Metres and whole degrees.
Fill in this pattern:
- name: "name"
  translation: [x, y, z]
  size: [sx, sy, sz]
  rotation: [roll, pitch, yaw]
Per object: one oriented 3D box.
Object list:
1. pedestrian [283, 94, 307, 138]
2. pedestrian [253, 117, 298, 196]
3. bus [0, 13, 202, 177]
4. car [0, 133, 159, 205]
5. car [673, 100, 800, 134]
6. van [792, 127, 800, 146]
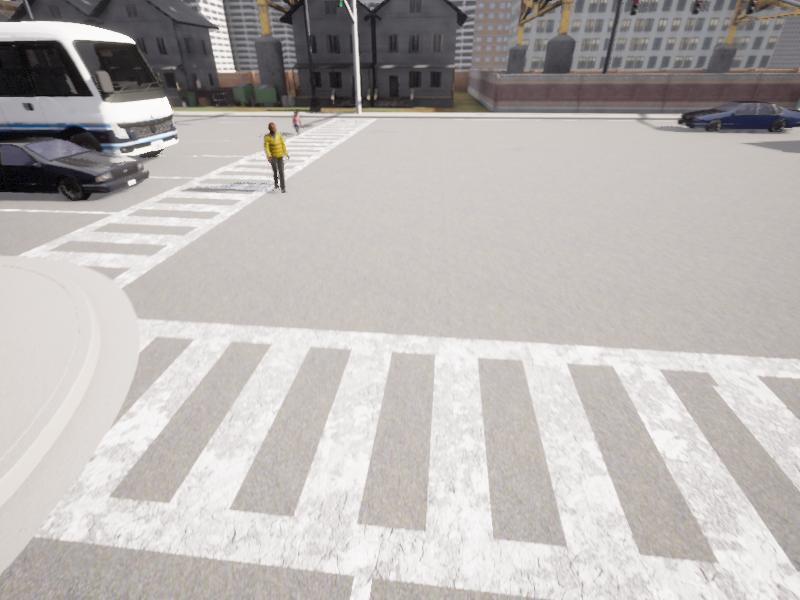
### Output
- name: "pedestrian"
  translation: [-5.077, -8.941, 19.458]
  size: [0.751, 1.860, 0.751]
  rotation: [0, 30, 0]
- name: "pedestrian"
  translation: [-3.323, -3.852, 10.739]
  size: [0.751, 1.860, 0.751]
  rotation: [-14, 33, -22]
- name: "bus"
  translation: [-13.308, -6.934, 13.796]
  size: [10.273, 4.253, 3.944]
  rotation: [2, 30, 5]
- name: "car"
  translation: [-10.042, -3.709, 11.071]
  size: [5.357, 1.411, 2.033]
  rotation: [3, 30, 5]
- name: "car"
  translation: [17.650, -9.480, 20.664]
  size: [5.357, 1.411, 2.033]
  rotation: [3, 30, 5]
- name: "van"
  translation: [20.279, -7.430, 16.107]
  size: [6.366, 2.431, 2.351]
  rotation: [-4, 30, -7]
